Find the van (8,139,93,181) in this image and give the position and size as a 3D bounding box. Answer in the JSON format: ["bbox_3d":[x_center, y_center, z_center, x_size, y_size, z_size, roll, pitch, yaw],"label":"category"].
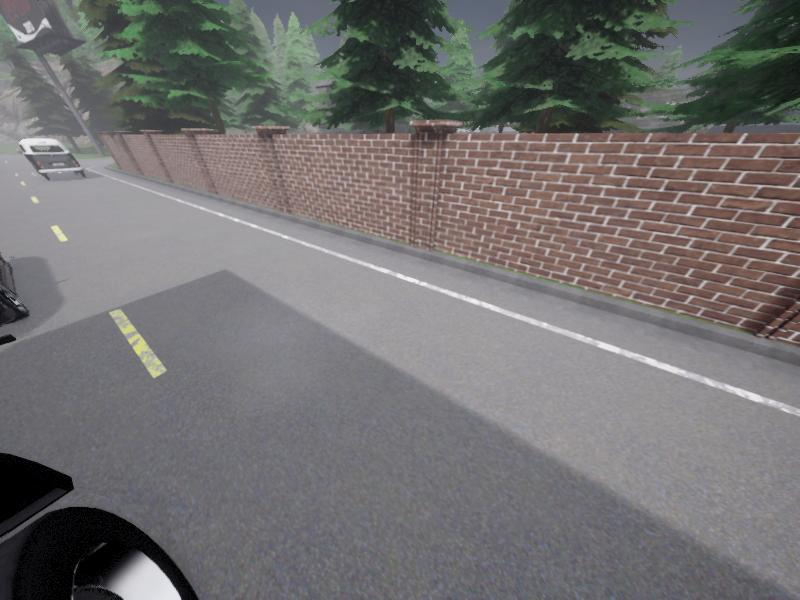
[{"bbox_3d":[-22.434,-9.078,14.848,4.480,2.038,2.069,21,40,28],"label":"van"}]

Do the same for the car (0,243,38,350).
[{"bbox_3d":[-7.263,-0.275,3.062,4.181,1.385,1.994,22,40,27],"label":"car"}]
